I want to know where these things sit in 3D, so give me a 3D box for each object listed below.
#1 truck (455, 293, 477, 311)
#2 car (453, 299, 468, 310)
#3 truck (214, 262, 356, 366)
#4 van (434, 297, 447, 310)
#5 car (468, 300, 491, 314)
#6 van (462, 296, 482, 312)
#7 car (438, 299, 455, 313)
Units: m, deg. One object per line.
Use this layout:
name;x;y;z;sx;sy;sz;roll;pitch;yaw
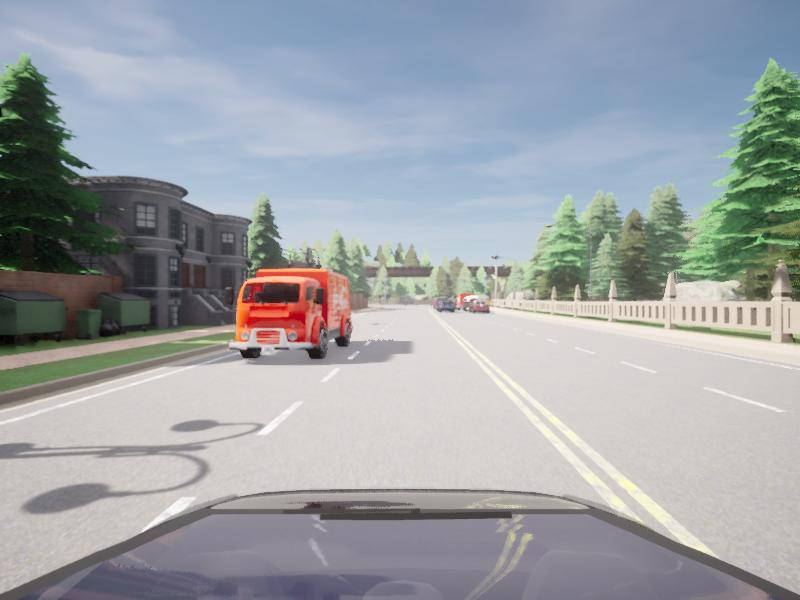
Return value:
truck;9.650;0.284;59.001;2.627;2.467;5.204;0;0;3
car;9.992;0.696;66.494;2.033;1.649;4.856;0;0;3
truck;-3.031;0.342;12.144;2.627;2.467;5.204;0;0;3
van;6.320;0.521;62.843;1.775;1.987;4.442;0;0;3
car;9.038;0.797;45.827;1.970;1.475;3.806;0;0;2
van;9.327;0.507;52.069;2.069;2.038;4.480;0;0;3
car;5.682;0.727;48.996;1.851;1.617;3.988;0;0;3
